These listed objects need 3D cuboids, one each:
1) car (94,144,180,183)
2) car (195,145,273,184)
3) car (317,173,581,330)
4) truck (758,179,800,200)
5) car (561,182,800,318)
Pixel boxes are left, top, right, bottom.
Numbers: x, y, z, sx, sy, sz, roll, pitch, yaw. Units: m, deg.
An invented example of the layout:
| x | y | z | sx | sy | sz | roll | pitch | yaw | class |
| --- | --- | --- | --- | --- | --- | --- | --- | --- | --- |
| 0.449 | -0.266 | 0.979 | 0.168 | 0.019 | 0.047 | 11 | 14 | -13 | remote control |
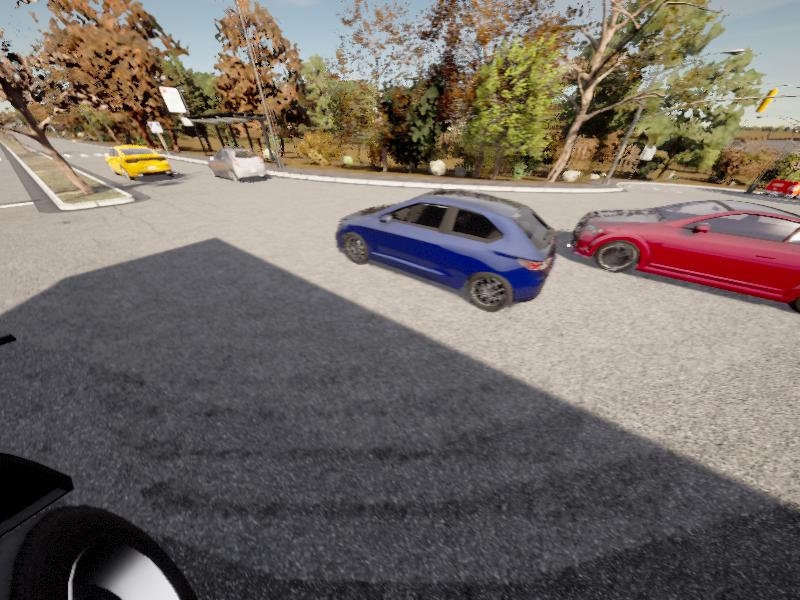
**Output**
| x | y | z | sx | sy | sz | roll | pitch | yaw | class |
| --- | --- | --- | --- | --- | --- | --- | --- | --- | --- |
| -15.144 | -7.976 | 13.281 | 5.008 | 1.535 | 1.882 | 23 | 41 | 27 | car |
| -9.248 | -7.663 | 12.935 | 3.633 | 1.501 | 1.845 | 23 | 41 | 27 | car |
| 0.650 | -1.322 | 4.471 | 4.193 | 1.474 | 1.816 | 23 | 41 | 27 | car |
| 66.753 | -19.034 | 39.767 | 5.204 | 2.467 | 2.627 | 2 | 35 | -6 | truck |
| 5.934 | -1.179 | 4.533 | 4.181 | 1.385 | 1.994 | 23 | 41 | 27 | car |
